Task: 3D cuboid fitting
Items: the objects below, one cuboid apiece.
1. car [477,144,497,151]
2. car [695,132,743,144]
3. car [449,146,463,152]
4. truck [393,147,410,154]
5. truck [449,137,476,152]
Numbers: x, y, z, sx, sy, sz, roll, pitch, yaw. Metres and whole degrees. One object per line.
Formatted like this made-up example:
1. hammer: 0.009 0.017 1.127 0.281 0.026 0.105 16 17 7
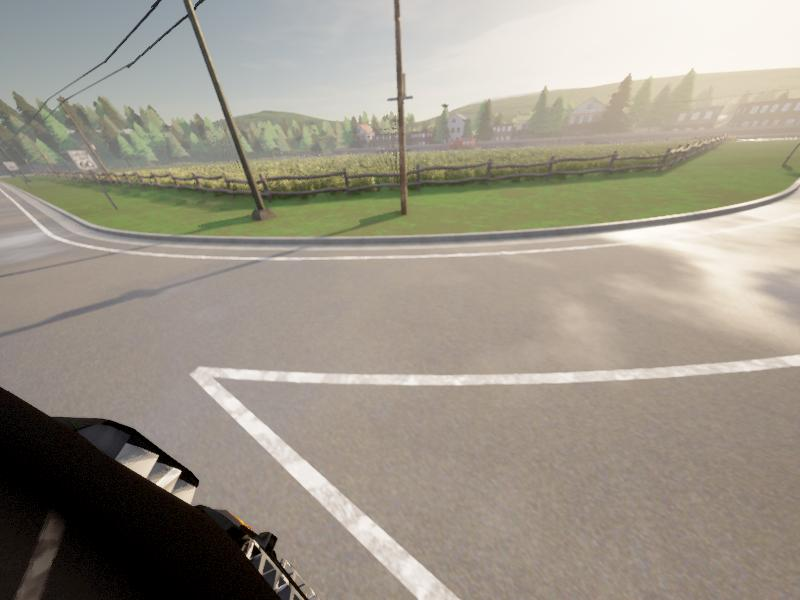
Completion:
1. car: 26.732 -46.844 71.045 5.238 1.638 1.930 17 39 28
2. car: 65.653 -33.417 47.699 5.366 1.575 1.801 18 39 29
3. car: 19.020 -51.195 78.375 4.193 1.474 1.816 17 39 28
4. truck: 0.643 -59.905 92.439 6.274 2.098 2.390 17 39 28
5. truck: 21.884 -54.964 81.706 8.468 3.827 2.891 17 39 28
